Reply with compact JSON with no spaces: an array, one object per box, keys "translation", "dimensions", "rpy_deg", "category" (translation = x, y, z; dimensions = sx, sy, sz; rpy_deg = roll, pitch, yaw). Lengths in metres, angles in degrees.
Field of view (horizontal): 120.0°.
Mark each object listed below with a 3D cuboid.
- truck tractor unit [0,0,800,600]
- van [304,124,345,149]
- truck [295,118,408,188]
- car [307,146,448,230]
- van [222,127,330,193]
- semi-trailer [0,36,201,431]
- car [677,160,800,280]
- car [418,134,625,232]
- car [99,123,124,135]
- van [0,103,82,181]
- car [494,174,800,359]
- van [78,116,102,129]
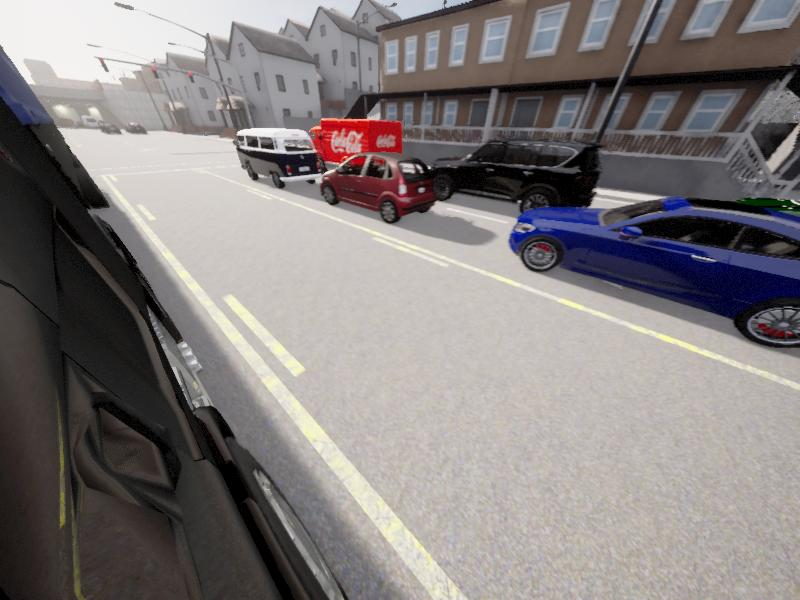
[{"translation":[-2.645,-0.295,0.351],"dimensions":[6.516,4.208,3.053],"rpy_deg":[28,44,30],"category":"truck tractor unit"},{"translation":[-9.587,-21.134,29.799],"dimensions":[1.775,1.987,4.442],"rpy_deg":[27,52,30],"category":"van"},{"translation":[-2.493,-7.605,11.730],"dimensions":[5.204,2.467,2.627],"rpy_deg":[29,44,32],"category":"truck"},{"translation":[-0.828,-3.731,7.296],"dimensions":[3.988,1.617,1.851],"rpy_deg":[28,44,31],"category":"car"},{"translation":[-5.493,-6.380,10.293],"dimensions":[4.480,2.038,2.069],"rpy_deg":[28,44,31],"category":"van"},{"translation":[-8.677,-3.565,4.323],"dimensions":[14.254,4.402,2.717],"rpy_deg":[28,44,31],"category":"semi-trailer"},{"translation":[9.058,-1.301,4.322],"dimensions":[4.553,1.767,2.097],"rpy_deg":[28,44,31],"category":"car"},{"translation":[3.548,-4.309,7.915],"dimensions":[5.566,2.045,2.150],"rpy_deg":[28,44,31],"category":"car"},{"translation":[-51.563,-30.587,41.276],"dimensions":[4.514,1.525,2.007],"rpy_deg":[28,44,31],"category":"car"},{"translation":[-17.778,-7.621,10.970],"dimensions":[5.915,2.561,1.988],"rpy_deg":[28,44,31],"category":"van"},{"translation":[4.381,-0.895,3.845],"dimensions":[4.674,1.442,1.812],"rpy_deg":[28,44,31],"category":"car"},{"translation":[-78.330,-44.854,58.411],"dimensions":[5.915,2.561,1.988],"rpy_deg":[25,42,28],"category":"van"}]
